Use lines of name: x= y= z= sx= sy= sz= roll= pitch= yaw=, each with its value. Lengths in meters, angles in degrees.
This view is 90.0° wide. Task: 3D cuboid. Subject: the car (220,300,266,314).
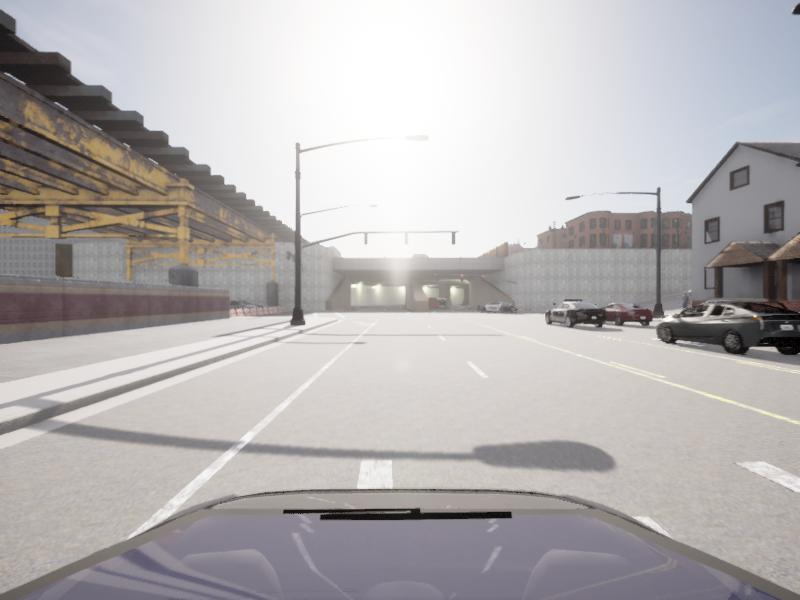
car: x=-18.464 y=0.807 z=47.364 sx=2.038 sy=1.542 sz=4.974 roll=0 pitch=0 yaw=29

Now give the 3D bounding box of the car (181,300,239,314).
car: x=-17.700 y=0.647 z=37.352 sx=1.853 sy=1.218 sz=4.536 roll=0 pitch=0 yaw=44

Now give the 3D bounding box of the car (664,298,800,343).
car: x=13.999 y=0.761 z=17.180 sx=2.242 sy=1.667 sz=4.611 roll=0 pitch=0 yaw=0

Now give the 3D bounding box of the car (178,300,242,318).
car: x=-17.664 y=0.805 z=37.389 sx=2.038 sy=1.542 sz=4.974 roll=0 pitch=0 yaw=44

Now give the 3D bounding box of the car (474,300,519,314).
car: x=11.599 y=0.840 z=48.287 sx=2.038 sy=1.542 sz=4.974 roll=1 pitch=0 yaw=-39

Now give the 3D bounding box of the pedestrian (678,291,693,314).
pedestrian: x=23.500 y=0.217 z=32.929 sx=0.751 sy=1.860 sz=0.751 roll=0 pitch=0 yaw=-18

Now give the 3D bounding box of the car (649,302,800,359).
car: x=10.502 y=0.832 z=12.987 sx=2.007 sy=1.525 sz=4.514 roll=0 pitch=0 yaw=0

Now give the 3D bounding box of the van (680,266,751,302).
van: x=34.904 y=-1.743 z=44.389 sx=5.915 sy=2.561 sz=1.988 roll=-13 pitch=0 yaw=0

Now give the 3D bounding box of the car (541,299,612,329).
car: x=10.507 y=0.777 z=24.380 sx=1.930 sy=1.638 sz=5.238 roll=0 pitch=0 yaw=-1

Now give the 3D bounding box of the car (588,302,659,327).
car: x=14.119 y=0.876 z=25.629 sx=1.812 sy=1.442 sz=4.674 roll=0 pitch=0 yaw=-1

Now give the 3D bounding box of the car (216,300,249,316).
car: x=-17.674 y=0.806 z=41.998 sx=2.038 sy=1.542 sz=4.974 roll=0 pitch=0 yaw=-36
